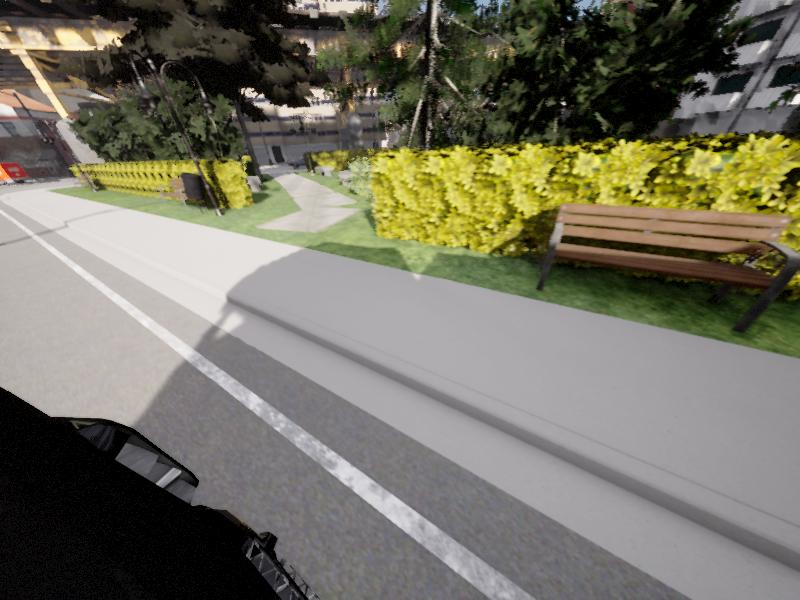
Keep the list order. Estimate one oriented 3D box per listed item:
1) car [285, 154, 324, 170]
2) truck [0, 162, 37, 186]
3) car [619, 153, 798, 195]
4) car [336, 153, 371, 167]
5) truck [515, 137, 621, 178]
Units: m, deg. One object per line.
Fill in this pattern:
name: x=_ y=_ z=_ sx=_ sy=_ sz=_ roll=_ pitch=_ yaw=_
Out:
car: x=-14.143 y=-20.650 z=34.555 sx=5.027 sy=1.651 sz=2.152 roll=-10 pitch=34 yaw=-11
truck: x=-52.823 y=-16.208 z=29.924 sx=5.204 sy=2.467 sz=2.627 roll=-10 pitch=34 yaw=-11
car: x=13.967 y=-6.184 z=11.061 sx=1.895 sy=1.301 sz=4.718 roll=-10 pitch=34 yaw=-10
car: x=-7.285 y=-21.833 z=35.917 sx=4.974 sy=1.542 sz=2.038 roll=-10 pitch=34 yaw=-11
truck: x=12.007 y=-10.783 z=17.392 sx=2.390 sy=2.098 sz=6.274 roll=-10 pitch=34 yaw=-10
